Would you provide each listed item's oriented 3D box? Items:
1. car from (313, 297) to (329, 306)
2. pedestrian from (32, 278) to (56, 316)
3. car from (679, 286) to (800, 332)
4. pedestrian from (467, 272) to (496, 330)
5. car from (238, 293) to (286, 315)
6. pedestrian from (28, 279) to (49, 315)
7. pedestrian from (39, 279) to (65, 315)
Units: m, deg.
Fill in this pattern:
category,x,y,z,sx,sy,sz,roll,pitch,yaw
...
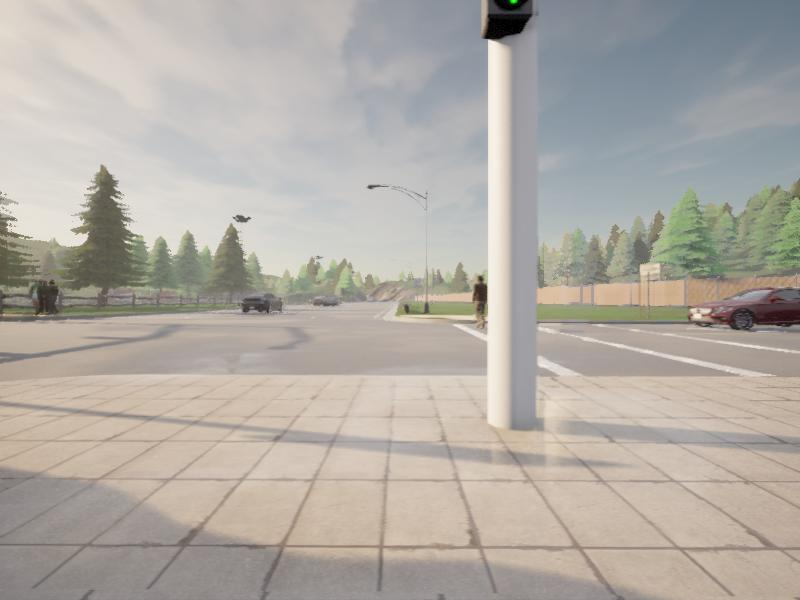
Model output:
category,x,y,z,sx,sy,sz,roll,pitch,yaw
car,-13.451,0.245,68.267,1.812,1.442,4.674,0,0,0
pedestrian,-18.198,-0.144,20.462,0.751,1.860,0.751,0,0,34
car,12.438,0.286,13.551,4.674,1.442,1.812,0,0,1
pedestrian,2.699,0.039,13.345,0.751,1.860,0.751,0,0,-6
car,-10.057,0.229,29.586,1.837,1.490,4.892,0,1,0
pedestrian,-19.098,-0.145,21.147,0.751,1.860,0.751,0,0,42
pedestrian,-18.308,-0.144,21.073,0.751,1.860,0.751,0,0,15
